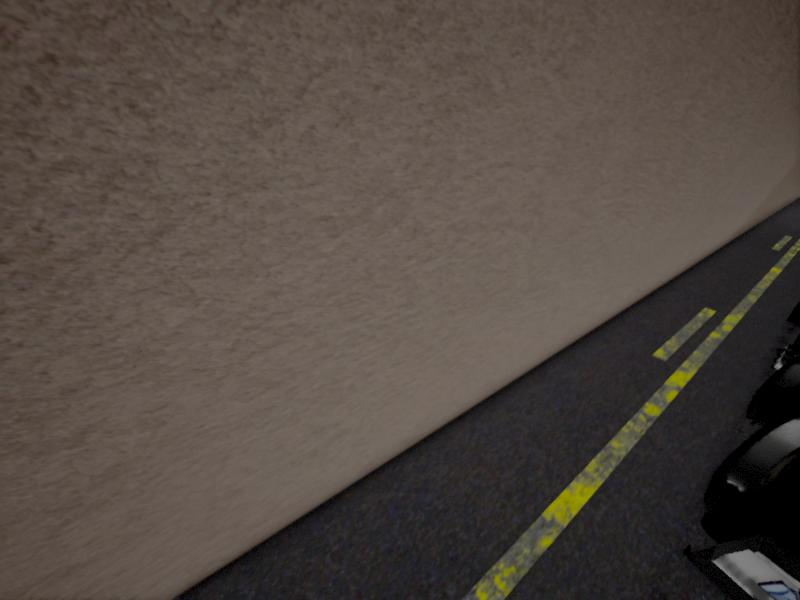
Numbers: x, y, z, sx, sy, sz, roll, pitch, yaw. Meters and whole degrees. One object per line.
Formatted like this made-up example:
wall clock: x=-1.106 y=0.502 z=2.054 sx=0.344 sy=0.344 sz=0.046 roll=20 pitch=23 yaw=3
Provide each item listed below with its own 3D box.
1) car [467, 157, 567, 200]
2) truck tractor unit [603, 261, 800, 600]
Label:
car: x=6.013 y=-6.405 z=11.950 sx=4.514 sy=1.525 sz=2.007 roll=-18 pitch=39 yaw=-24
truck tractor unit: x=5.104 y=-0.306 z=0.794 sx=6.516 sy=4.208 sz=3.053 roll=-18 pitch=39 yaw=-24
